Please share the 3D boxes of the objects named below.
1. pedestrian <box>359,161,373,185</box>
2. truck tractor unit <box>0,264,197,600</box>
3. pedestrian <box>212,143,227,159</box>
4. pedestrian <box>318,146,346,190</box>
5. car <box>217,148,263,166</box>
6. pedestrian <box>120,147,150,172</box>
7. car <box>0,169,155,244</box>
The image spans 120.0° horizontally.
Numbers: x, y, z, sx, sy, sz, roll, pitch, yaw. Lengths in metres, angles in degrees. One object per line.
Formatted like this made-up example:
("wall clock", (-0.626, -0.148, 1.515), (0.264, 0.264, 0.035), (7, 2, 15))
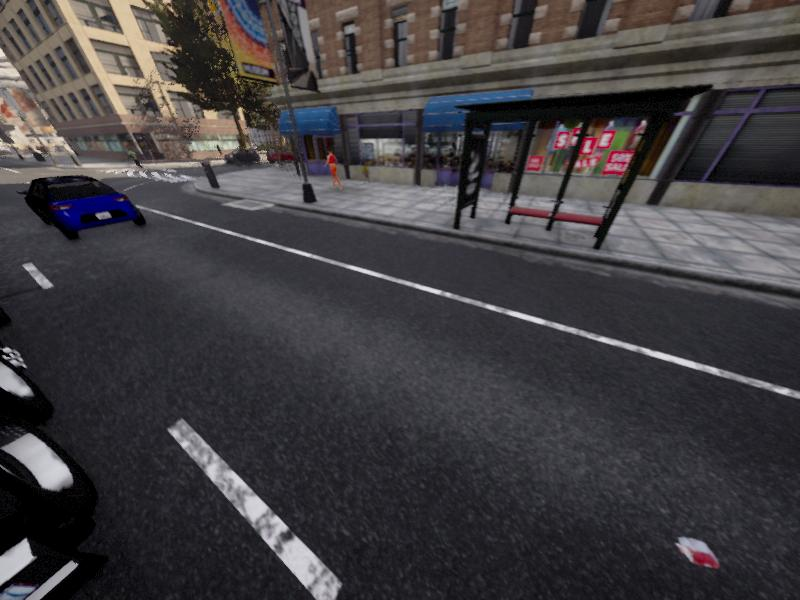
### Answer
("pedestrian", (-1.939, -7.191, 13.098), (0.500, 1.100, 0.500), (18, 39, 24))
("truck tractor unit", (-5.113, -0.297, 0.786), (6.516, 4.208, 3.053), (18, 39, 24))
("pedestrian", (-24.984, -20.602, 31.950), (0.751, 1.860, 0.751), (21, 40, 27))
("pedestrian", (-3.382, -6.625, 11.634), (0.751, 1.860, 0.751), (15, 38, 21))
("car", (-18.346, -16.570, 26.681), (1.845, 1.501, 3.633), (17, 39, 23))
("pedestrian", (-23.402, -12.410, 20.422), (0.751, 1.860, 0.751), (11, 36, 16))
("car", (-10.273, -3.160, 7.369), (4.193, 1.474, 1.816), (18, 39, 25))
